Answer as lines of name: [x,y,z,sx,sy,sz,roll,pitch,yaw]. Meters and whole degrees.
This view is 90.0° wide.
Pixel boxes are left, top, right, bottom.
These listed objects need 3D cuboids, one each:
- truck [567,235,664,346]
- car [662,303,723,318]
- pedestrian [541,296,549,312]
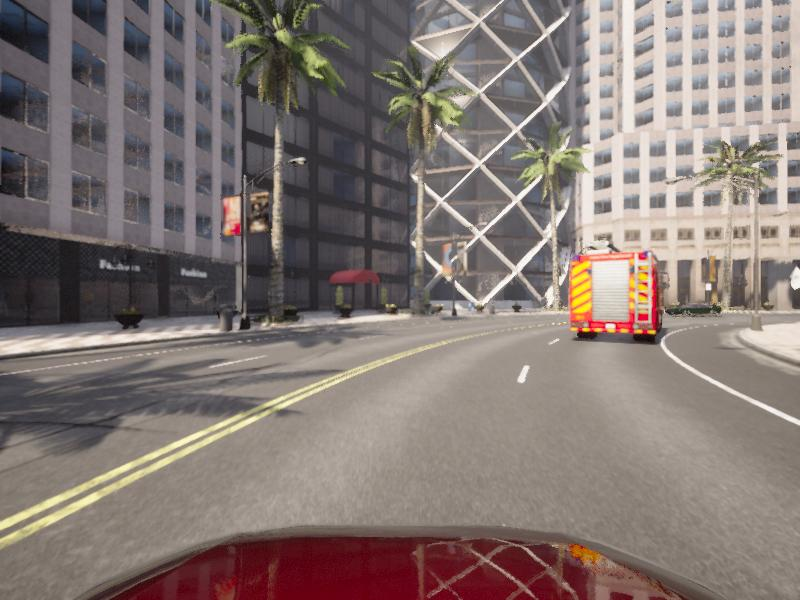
truck: [10.097,-0.326,18.144,2.891,3.827,8.468,0,0,35]
car: [27.385,0.933,37.477,4.718,1.301,1.895,0,0,-11]
pedestrian: [17.325,0.472,47.816,0.751,1.860,0.751,0,0,41]
